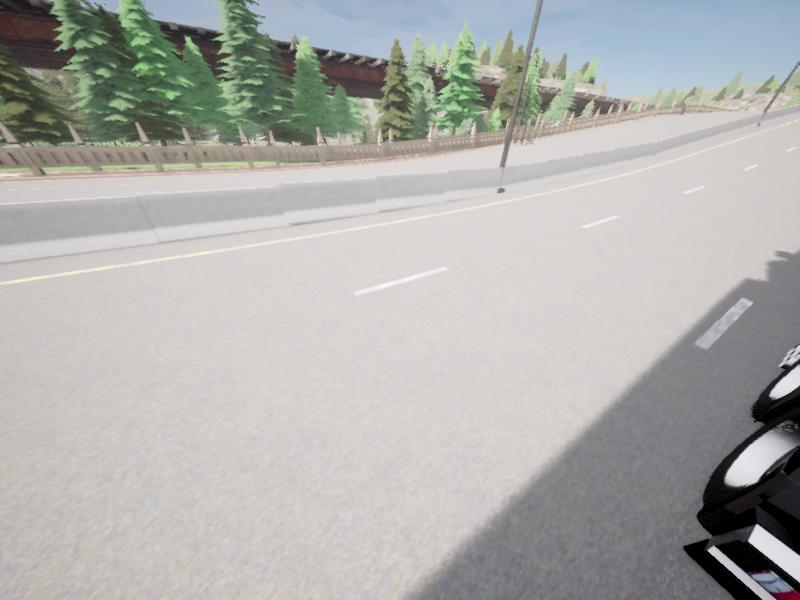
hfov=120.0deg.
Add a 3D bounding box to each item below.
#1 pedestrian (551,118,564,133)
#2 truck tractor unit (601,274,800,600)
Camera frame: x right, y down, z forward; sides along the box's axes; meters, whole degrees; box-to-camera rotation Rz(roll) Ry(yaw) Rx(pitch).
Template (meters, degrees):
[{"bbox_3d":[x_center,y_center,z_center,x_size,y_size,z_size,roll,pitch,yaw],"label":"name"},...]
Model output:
[{"bbox_3d":[23.716,-26.221,34.737,0.751,1.860,0.751,-17,38,-24],"label":"pedestrian"},{"bbox_3d":[5.107,-0.310,0.741,6.516,4.208,3.053,-18,38,-23],"label":"truck tractor unit"}]
